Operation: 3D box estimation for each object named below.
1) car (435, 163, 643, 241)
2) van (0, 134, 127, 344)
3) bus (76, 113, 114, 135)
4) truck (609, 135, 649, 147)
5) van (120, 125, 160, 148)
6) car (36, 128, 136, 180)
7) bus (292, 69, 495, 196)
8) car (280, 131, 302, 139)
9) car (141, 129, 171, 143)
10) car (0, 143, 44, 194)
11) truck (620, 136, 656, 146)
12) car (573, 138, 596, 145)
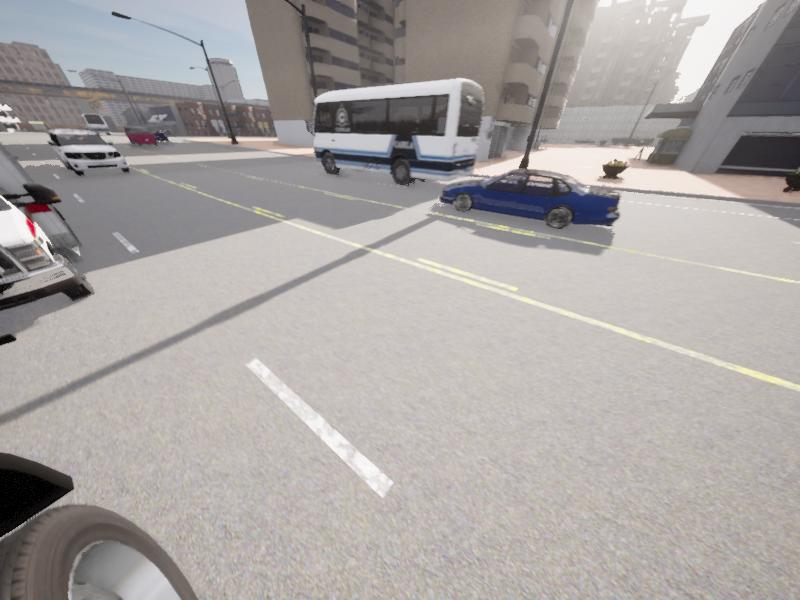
[{"bbox_3d":[4.104,-3.553,7.754,5.357,1.411,2.033,23,41,28],"label":"car"},{"bbox_3d":[-7.721,-1.545,3.803,6.366,2.431,2.351,23,41,28],"label":"van"},{"bbox_3d":[-78.193,-44.911,59.223,10.273,4.253,3.944,27,43,31],"label":"bus"},{"bbox_3d":[53.602,-37.363,54.215,6.274,2.098,2.390,25,42,29],"label":"truck"},{"bbox_3d":[-31.402,-19.790,27.911,4.442,1.987,1.775,25,42,27],"label":"van"},{"bbox_3d":[-18.429,-8.707,13.572,5.566,2.045,2.150,24,42,27],"label":"car"},{"bbox_3d":[-0.852,-9.296,13.230,10.273,4.253,3.944,24,41,28],"label":"bus"},{"bbox_3d":[-29.574,-44.787,62.738,1.882,1.535,5.008,25,42,29],"label":"car"},{"bbox_3d":[-36.089,-24.287,34.210,3.633,1.501,1.845,24,42,28],"label":"car"},{"bbox_3d":[-18.195,-5.827,10.109,4.902,1.511,2.128,24,42,27],"label":"car"},{"bbox_3d":[61.647,-41.371,60.024,6.274,2.098,2.390,25,42,29],"label":"truck"},{"bbox_3d":[50.680,-43.539,63.424,4.718,1.301,1.895,25,42,29],"label":"car"}]
